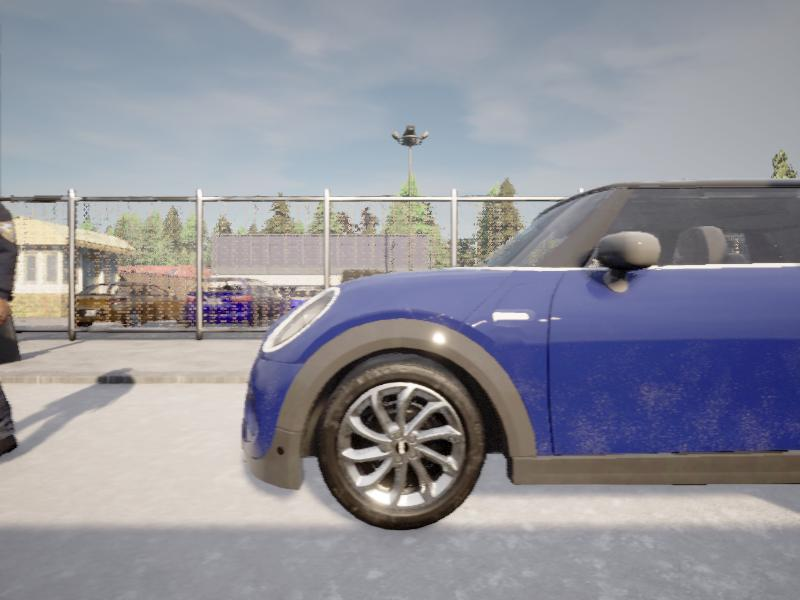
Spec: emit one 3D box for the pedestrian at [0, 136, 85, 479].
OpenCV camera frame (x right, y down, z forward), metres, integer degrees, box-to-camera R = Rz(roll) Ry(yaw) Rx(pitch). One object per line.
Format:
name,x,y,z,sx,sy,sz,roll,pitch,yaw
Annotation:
pedestrian,-2.515,0.039,2.340,0.751,1.860,0.751,0,0,12

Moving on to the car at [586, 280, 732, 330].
car,8.449,0.142,13.299,3.705,1.547,1.789,0,0,0

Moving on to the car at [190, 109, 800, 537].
car,1.409,0.094,2.700,4.553,1.767,2.097,0,0,0

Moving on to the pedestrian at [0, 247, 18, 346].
pedestrian,-7.938,-0.062,7.582,0.751,1.860,0.751,0,0,17
